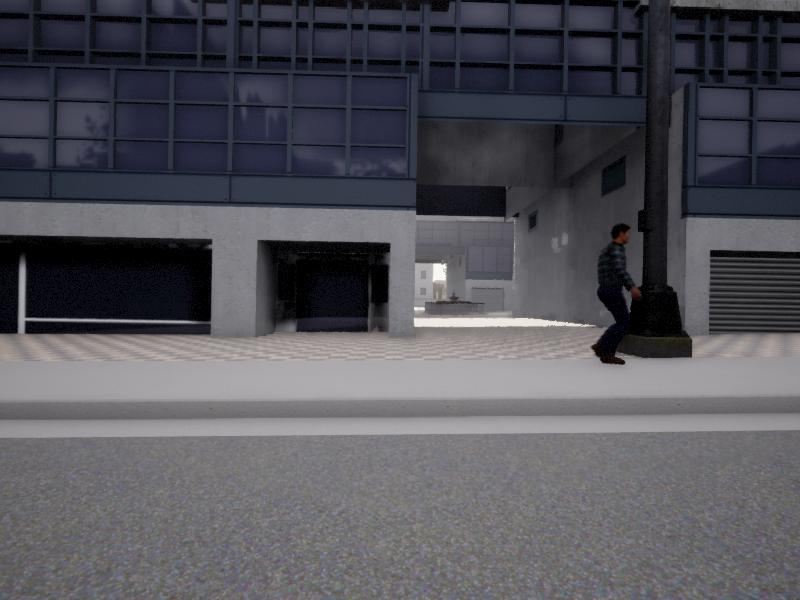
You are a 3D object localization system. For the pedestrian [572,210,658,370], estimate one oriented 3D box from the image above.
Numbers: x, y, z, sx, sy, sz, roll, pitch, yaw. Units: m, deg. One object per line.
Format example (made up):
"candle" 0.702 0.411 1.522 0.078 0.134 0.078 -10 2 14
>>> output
"pedestrian" 2.684 -0.120 5.084 0.751 1.860 0.751 1 0 12
